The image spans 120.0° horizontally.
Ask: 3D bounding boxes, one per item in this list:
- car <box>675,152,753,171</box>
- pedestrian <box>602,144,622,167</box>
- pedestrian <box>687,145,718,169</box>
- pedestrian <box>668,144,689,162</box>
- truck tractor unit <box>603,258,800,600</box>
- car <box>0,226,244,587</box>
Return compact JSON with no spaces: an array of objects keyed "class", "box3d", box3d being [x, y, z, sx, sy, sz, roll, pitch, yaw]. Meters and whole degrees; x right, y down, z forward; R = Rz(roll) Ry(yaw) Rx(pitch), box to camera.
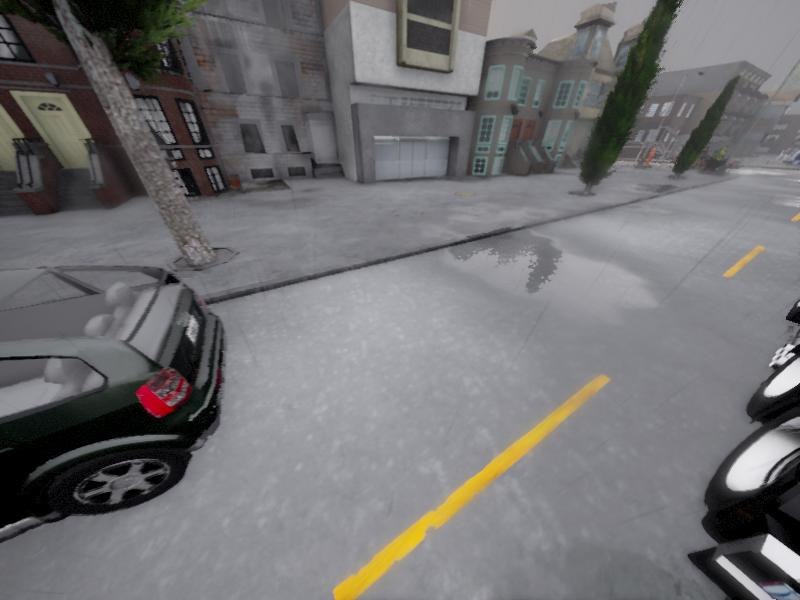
[{"class":"car","box3d":[31.173,-13.958,23.138,1.994,1.385,4.181,-18,39,-24]},{"class":"pedestrian","box3d":[21.400,-14.600,23.348,0.751,1.860,0.751,20,39,25]},{"class":"pedestrian","box3d":[28.258,-13.369,21.612,0.751,1.860,0.751,-7,35,-11]},{"class":"pedestrian","box3d":[34.741,-18.359,28.839,0.751,1.860,0.751,14,37,19]},{"class":"truck tractor unit","box3d":[5.101,-0.310,0.797,6.516,4.208,3.053,-19,39,-25]},{"class":"car","box3d":[-3.379,0.844,1.403,3.705,1.549,1.789,-18,39,-24]}]
